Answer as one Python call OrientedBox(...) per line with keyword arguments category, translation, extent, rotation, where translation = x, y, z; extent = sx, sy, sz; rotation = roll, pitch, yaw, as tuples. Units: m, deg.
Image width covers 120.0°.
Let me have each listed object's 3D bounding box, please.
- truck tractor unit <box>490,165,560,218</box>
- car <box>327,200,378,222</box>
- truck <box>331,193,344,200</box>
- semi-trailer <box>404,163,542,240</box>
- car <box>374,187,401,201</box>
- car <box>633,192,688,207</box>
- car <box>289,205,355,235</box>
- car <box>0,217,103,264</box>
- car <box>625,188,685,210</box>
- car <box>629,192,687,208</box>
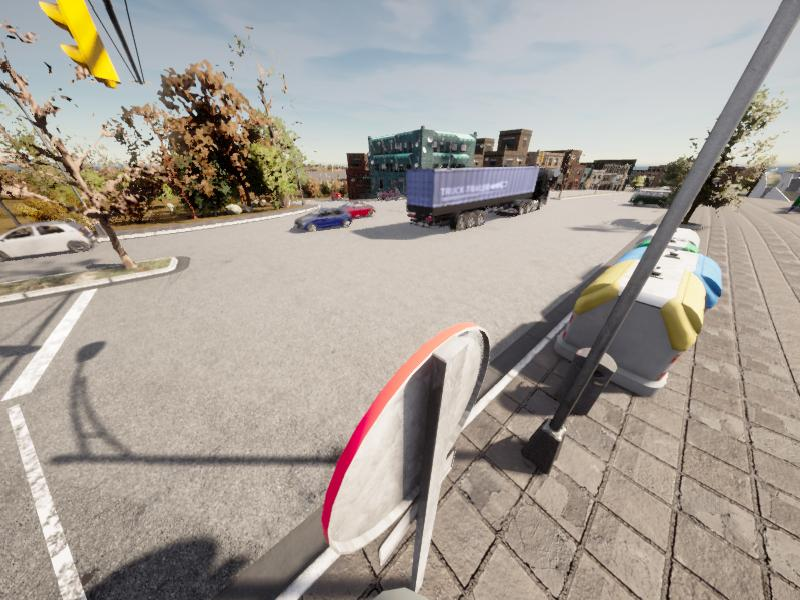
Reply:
OrientedBox(category="truck tractor unit", translation=(12.695, -11.230, 23.530), extent=(6.516, 4.208, 3.053), rotation=(-23, 36, -33))
OrientedBox(category="car", translation=(-4.395, -8.502, 21.841), extent=(4.181, 1.385, 1.994), rotation=(-22, 36, -35))
OrientedBox(category="truck", translation=(-23.751, -39.306, 87.859), extent=(2.627, 2.467, 5.204), rotation=(6, 25, 10))
OrientedBox(category="semi-trailer", translation=(6.633, -8.729, 19.095), extent=(14.254, 4.402, 2.717), rotation=(-23, 36, -34))
OrientedBox(category="car", translation=(-1.938, -17.216, 37.567), extent=(3.866, 1.878, 1.905), rotation=(5, 27, 18))
OrientedBox(category="car", translation=(36.754, -14.328, 32.812), extent=(4.674, 1.452, 2.002), rotation=(17, 33, 25))
OrientedBox(category="car", translation=(-5.735, -6.119, 17.383), extent=(4.193, 1.474, 1.816), rotation=(-22, 36, -35))
OrientedBox(category="car", translation=(-18.215, -3.033, 11.565), extent=(3.633, 1.501, 1.845), rotation=(-22, 37, -34))
OrientedBox(category="car", translation=(32.099, -12.864, 29.311), extent=(4.442, 1.987, 1.878), rotation=(17, 33, 25))
OrientedBox(category="car", translation=(34.472, -13.468, 31.109), extent=(4.674, 1.452, 2.002), rotation=(17, 32, 25))
